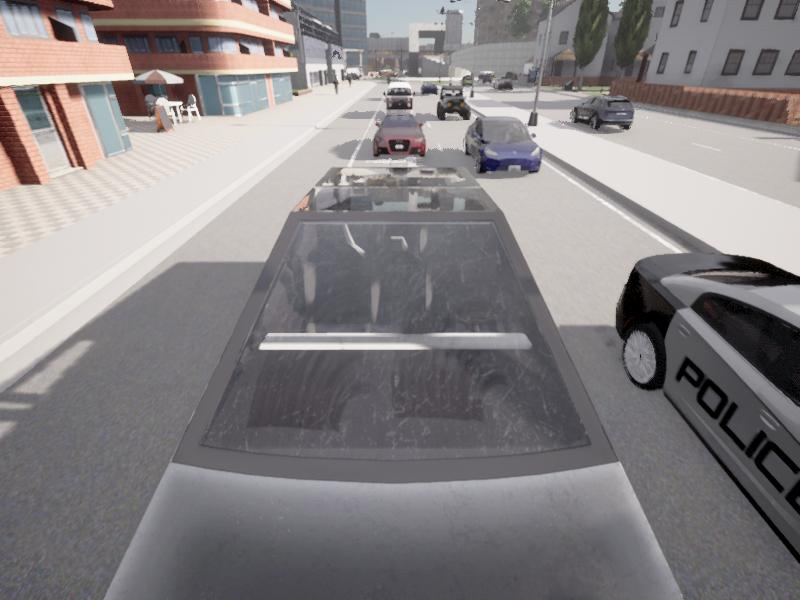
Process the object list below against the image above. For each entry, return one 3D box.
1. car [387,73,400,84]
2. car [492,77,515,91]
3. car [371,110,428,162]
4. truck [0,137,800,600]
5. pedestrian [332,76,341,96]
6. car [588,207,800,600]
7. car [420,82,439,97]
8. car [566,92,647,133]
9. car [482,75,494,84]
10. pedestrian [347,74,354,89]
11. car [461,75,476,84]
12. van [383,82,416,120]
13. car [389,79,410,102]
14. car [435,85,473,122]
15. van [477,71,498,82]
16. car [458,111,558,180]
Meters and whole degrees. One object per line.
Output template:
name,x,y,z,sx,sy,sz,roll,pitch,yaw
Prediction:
car,-1.298,-44.005,79.344,1.932,1.855,4.605,-5,31,-8
car,14.943,-31.334,58.041,2.038,1.542,4.974,0,31,0
car,-0.024,-6.705,16.099,1.994,1.385,4.181,0,30,0
truck,-0.025,0.028,3.871,2.390,2.098,6.274,0,30,0
pedestrian,-7.019,-23.504,43.967,0.751,1.860,0.751,-7,31,-11
car,3.506,0.972,2.710,1.930,1.638,5.238,0,30,0
car,3.449,-24.900,47.267,1.895,1.301,4.718,0,30,0
car,11.469,-10.719,22.707,2.033,1.649,4.856,0,30,0
car,17.293,-43.491,78.813,1.845,1.501,3.633,8,31,14
pedestrian,-7.125,-31.336,57.351,0.751,1.860,0.751,0,30,1
car,13.794,-44.126,80.020,2.033,1.411,5.357,9,32,15
van,-0.034,-13.595,27.210,2.069,2.038,4.480,0,30,0
car,-0.044,-21.152,40.289,1.932,1.855,4.605,0,30,0
car,3.466,-12.921,26.199,1.905,1.878,3.866,0,31,0
van,19.258,-49.234,88.129,2.069,2.038,4.480,26,39,37
car,3.477,-5.557,14.028,2.163,1.488,4.792,0,30,0
